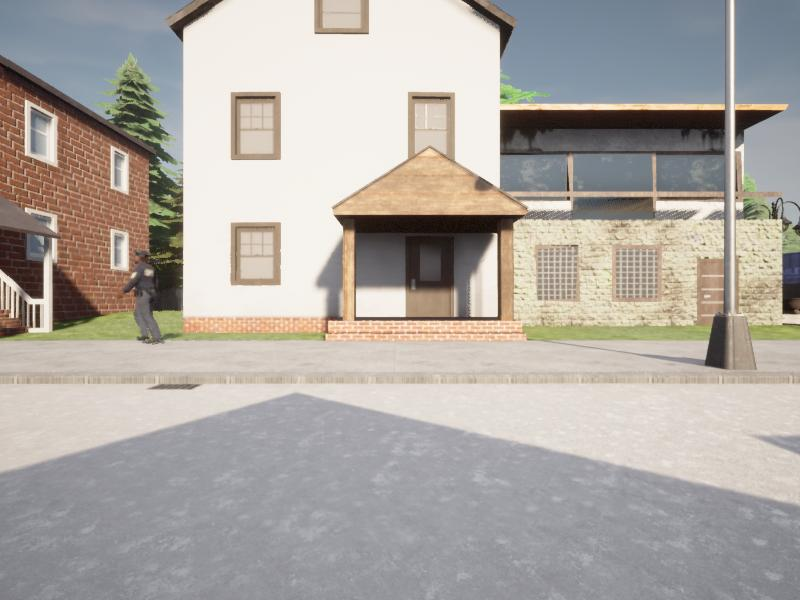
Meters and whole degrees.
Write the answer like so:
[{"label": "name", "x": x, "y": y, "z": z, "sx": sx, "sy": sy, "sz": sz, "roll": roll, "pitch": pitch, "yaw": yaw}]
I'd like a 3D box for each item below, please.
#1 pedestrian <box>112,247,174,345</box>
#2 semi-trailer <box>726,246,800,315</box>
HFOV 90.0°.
[{"label": "pedestrian", "x": -5.096, "y": -0.067, "z": 7.965, "sx": 0.751, "sy": 1.860, "sz": 0.751, "roll": 0, "pitch": 0, "yaw": 0}, {"label": "semi-trailer", "x": 26.925, "y": -1.218, "z": 24.179, "sx": 2.717, "sy": 4.402, "sz": 14.254, "roll": 0, "pitch": 0, "yaw": -1}]
